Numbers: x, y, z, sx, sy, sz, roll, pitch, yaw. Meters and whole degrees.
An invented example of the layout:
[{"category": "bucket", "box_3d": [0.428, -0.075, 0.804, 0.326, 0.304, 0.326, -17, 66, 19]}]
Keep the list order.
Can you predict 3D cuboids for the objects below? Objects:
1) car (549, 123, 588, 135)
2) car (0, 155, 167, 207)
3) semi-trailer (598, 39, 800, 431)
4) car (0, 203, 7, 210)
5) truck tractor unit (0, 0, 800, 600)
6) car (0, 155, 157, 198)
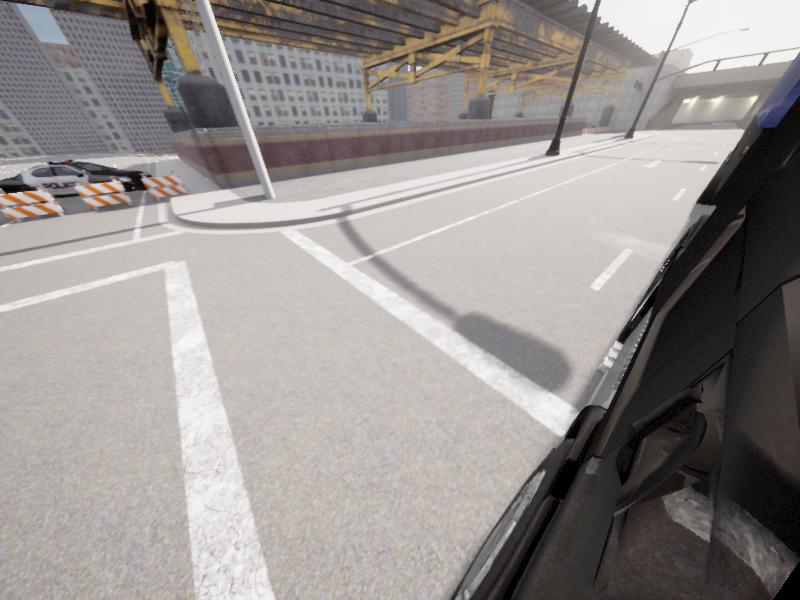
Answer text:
[{"category": "car", "box_3d": [29.776, -30.208, 40.874, 4.974, 1.542, 2.038, 0, 37, 4]}, {"category": "car", "box_3d": [-14.862, -5.699, 10.892, 4.974, 1.542, 2.038, -9, 37, -8]}, {"category": "semi-trailer", "box_3d": [8.694, -3.603, 4.238, 14.254, 4.402, 2.717, -28, 44, -30]}, {"category": "car", "box_3d": [-18.464, -3.164, 7.726, 2.038, 1.542, 4.974, 7, 38, 12]}, {"category": "truck tractor unit", "box_3d": [2.645, -0.295, 0.352, 6.516, 4.208, 3.053, -28, 44, -30]}, {"category": "car", "box_3d": [-14.919, -5.818, 10.791, 4.536, 1.218, 1.853, -9, 37, -8]}]
